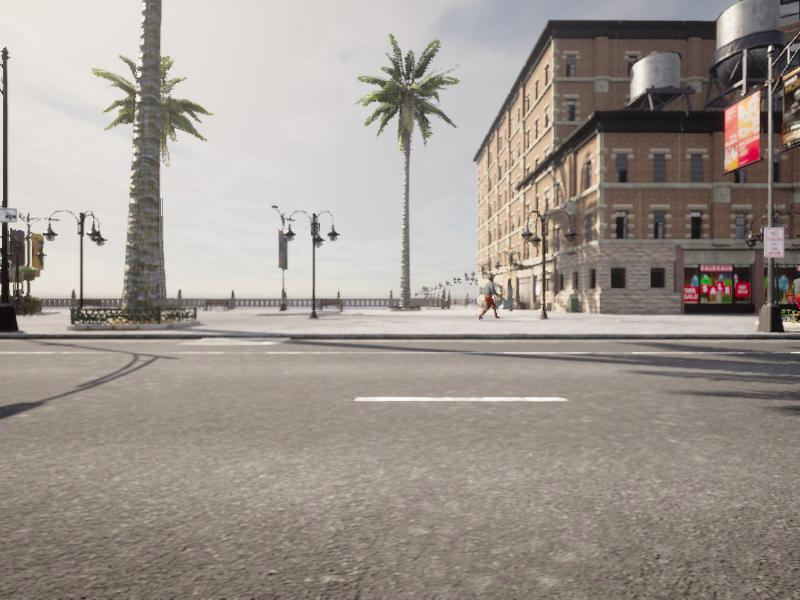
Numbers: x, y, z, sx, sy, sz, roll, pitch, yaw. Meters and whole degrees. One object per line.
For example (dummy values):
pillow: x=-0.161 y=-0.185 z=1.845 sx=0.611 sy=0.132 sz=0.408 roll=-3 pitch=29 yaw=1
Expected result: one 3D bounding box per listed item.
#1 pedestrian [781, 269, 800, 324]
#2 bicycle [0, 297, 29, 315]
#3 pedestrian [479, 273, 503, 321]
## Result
pedestrian: x=13.870 y=-0.114 z=13.803 sx=0.751 sy=1.860 sz=0.751 roll=0 pitch=0 yaw=8
bicycle: x=-22.293 y=0.337 z=22.968 sx=1.643 sy=1.024 sz=0.373 roll=0 pitch=0 yaw=0
pedestrian: x=3.628 y=-0.114 z=15.976 sx=0.751 sy=1.860 sz=0.751 roll=0 pitch=0 yaw=-1
